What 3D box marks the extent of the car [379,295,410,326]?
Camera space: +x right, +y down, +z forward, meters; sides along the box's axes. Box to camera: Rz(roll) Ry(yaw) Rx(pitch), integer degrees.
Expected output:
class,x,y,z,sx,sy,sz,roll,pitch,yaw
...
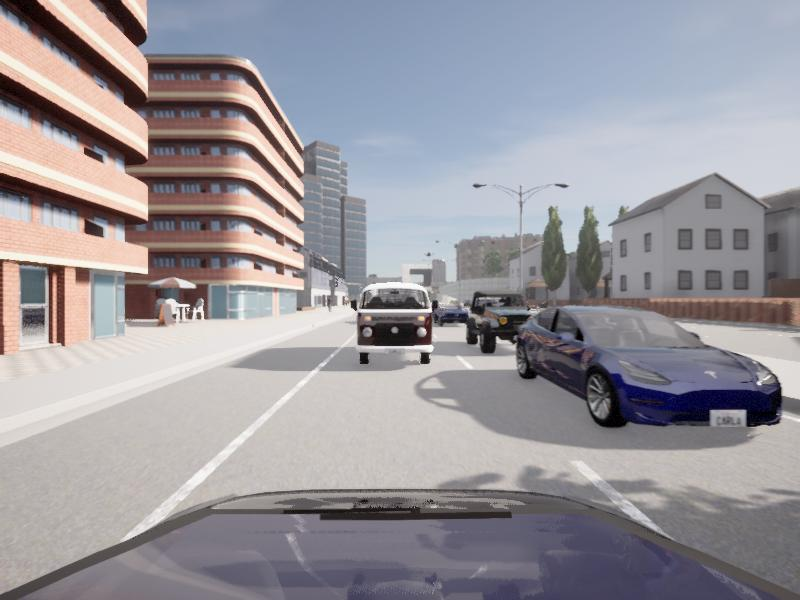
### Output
class,x,y,z,sx,sy,sz,roll,pitch,yaw
car,-0.403,0.609,26.938,1.932,1.855,4.605,0,2,-2

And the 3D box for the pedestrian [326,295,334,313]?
class,x,y,z,sx,sy,sz,roll,pitch,yaw
pedestrian,-7.265,0.436,41.542,0.751,1.860,0.751,0,0,-3

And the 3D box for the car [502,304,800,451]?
class,x,y,z,sx,sy,sz,roll,pitch,yaw
car,3.419,0.837,6.605,2.163,1.488,4.792,0,0,-1

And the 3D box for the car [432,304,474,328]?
class,x,y,z,sx,sy,sz,roll,pitch,yaw
car,3.138,0.905,24.644,1.895,1.301,4.718,0,0,-1

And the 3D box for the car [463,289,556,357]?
class,x,y,z,sx,sy,sz,roll,pitch,yaw
car,3.319,0.624,12.980,1.905,1.878,3.866,0,0,-1

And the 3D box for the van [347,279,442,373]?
class,x,y,z,sx,sy,sz,roll,pitch,yaw
van,-0.151,0.556,10.985,2.069,2.038,4.480,0,0,-1
